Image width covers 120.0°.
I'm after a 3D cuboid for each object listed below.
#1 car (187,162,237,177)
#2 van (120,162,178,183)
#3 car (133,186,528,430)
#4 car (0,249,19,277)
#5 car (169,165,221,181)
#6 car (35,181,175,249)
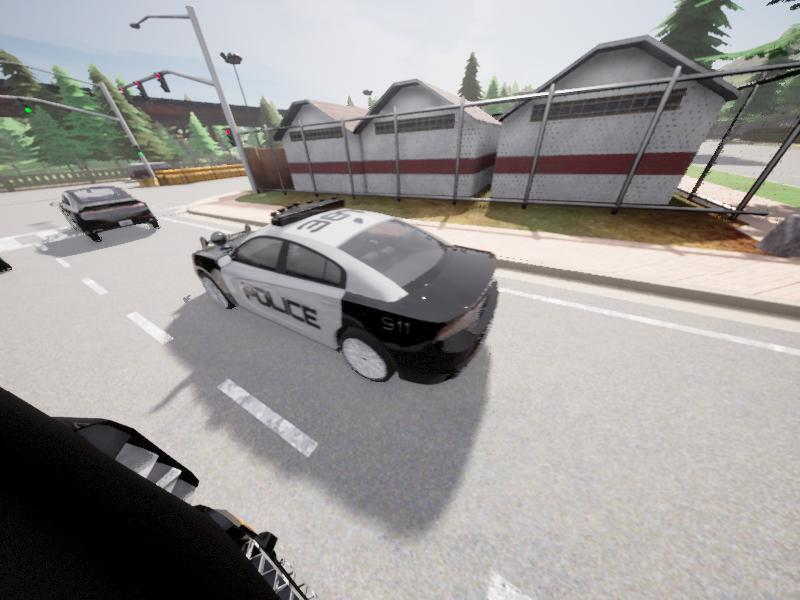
[{"bbox_3d":[-26.631,-18.649,32.972,2.128,1.511,4.902,14,37,24],"label":"car"},{"bbox_3d":[-32.473,-16.698,30.073,1.775,1.987,4.442,14,37,25],"label":"van"},{"bbox_3d":[-1.271,-0.600,3.505,5.238,1.638,1.930,16,38,26],"label":"car"},{"bbox_3d":[-12.074,-1.447,5.533,4.553,1.767,2.097,15,38,26],"label":"car"},{"bbox_3d":[-25.363,-15.846,28.763,1.994,1.385,4.181,14,37,25],"label":"car"},{"bbox_3d":[-11.032,-3.382,8.629,4.902,1.511,2.128,18,39,29],"label":"car"}]
